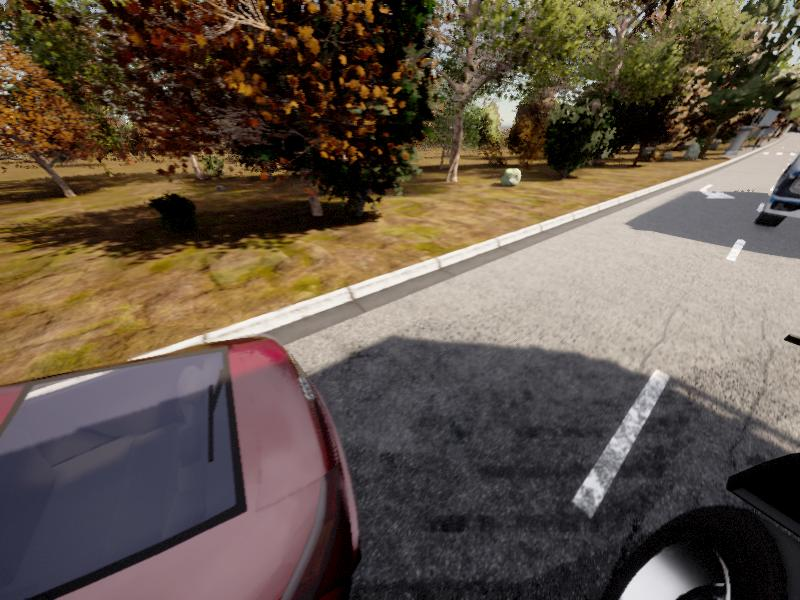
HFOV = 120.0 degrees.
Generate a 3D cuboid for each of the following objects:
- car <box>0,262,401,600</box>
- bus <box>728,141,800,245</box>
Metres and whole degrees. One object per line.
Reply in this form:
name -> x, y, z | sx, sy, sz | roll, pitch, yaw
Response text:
car -> -2.280, 1.406, 0.746 | 4.181, 1.385, 1.994 | -22, 41, -28
bus -> 14.771, -4.469, 6.534 | 10.273, 4.253, 3.944 | -22, 41, -28
